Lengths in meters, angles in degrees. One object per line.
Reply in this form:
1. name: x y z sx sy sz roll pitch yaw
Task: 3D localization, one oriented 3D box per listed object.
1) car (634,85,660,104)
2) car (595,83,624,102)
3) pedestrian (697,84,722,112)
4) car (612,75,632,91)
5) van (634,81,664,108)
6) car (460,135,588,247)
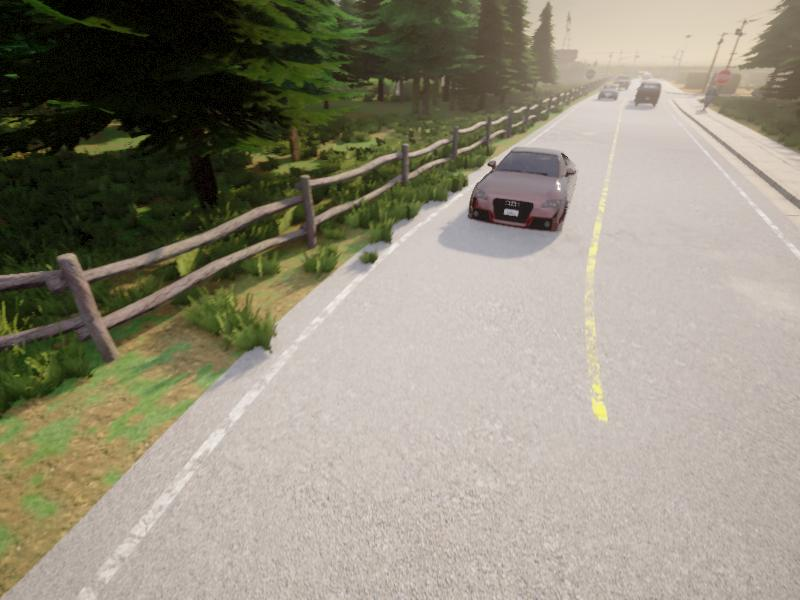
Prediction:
1. car: 25.602 -21.380 41.455 1.837 1.490 4.892 16 34 25
2. car: 22.429 -22.212 42.789 2.128 1.511 4.902 16 34 24
3. pedestrian: 23.684 -15.461 30.616 0.751 1.860 0.751 -22 37 -33
4. car: 35.852 -35.072 64.464 2.150 2.045 5.566 16 34 24
5. van: 22.686 -18.836 36.571 1.775 1.987 4.442 15 33 23
6. car: 3.082 -2.815 9.480 1.994 1.385 4.181 14 33 21
